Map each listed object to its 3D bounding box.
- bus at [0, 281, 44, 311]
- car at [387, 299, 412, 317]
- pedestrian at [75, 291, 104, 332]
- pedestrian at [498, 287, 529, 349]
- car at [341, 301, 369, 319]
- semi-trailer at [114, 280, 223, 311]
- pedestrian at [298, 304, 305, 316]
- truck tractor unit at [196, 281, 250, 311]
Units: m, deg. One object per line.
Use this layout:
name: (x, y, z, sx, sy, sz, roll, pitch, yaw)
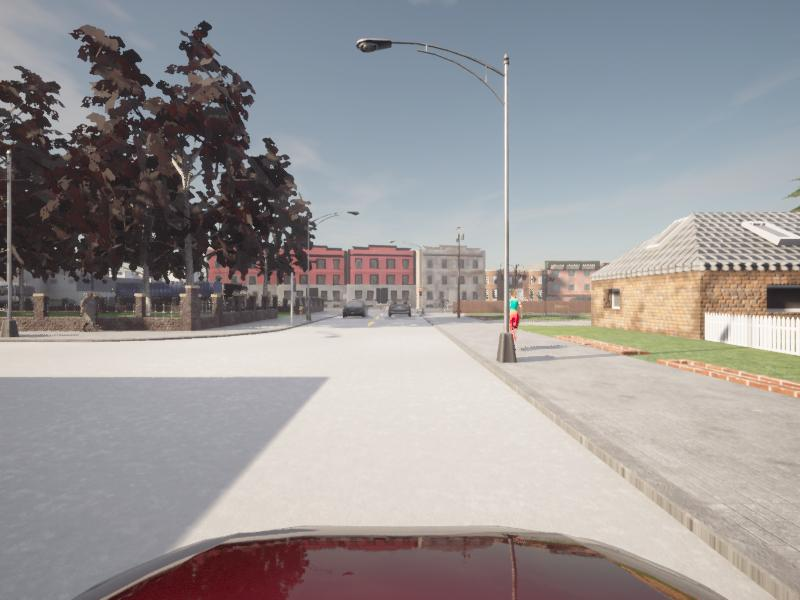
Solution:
bus: (-58.968, -0.536, 58.489, 10.273, 4.253, 3.944, 0, 0, 0)
car: (-0.002, 0.756, 39.227, 2.242, 1.667, 4.611, 0, 0, 1)
pedestrian: (-14.302, 0.534, 18.427, 0.751, 1.860, 0.751, 0, 0, -1)
pedestrian: (3.452, 0.533, 12.225, 0.751, 1.860, 0.751, 0, 0, 1)
car: (-3.920, 0.823, 35.684, 1.882, 1.535, 5.008, 0, 0, 0)
semi-trailer: (-33.611, -0.617, 58.378, 14.254, 4.402, 2.717, 0, 0, 0)
pedestrian: (-9.212, 0.913, 37.376, 0.500, 1.100, 0.500, 0, 0, 0)
truck tractor unit: (-25.696, -0.520, 58.385, 6.516, 4.208, 3.053, 0, 0, 0)
